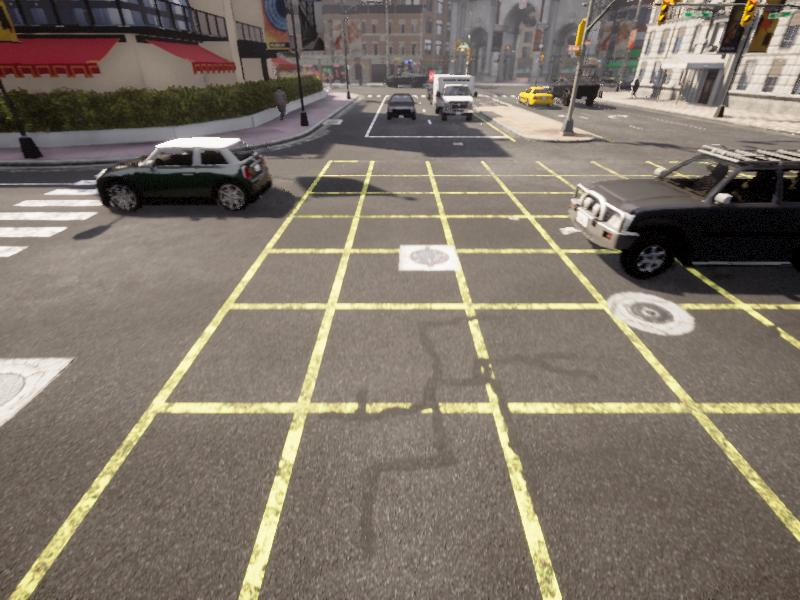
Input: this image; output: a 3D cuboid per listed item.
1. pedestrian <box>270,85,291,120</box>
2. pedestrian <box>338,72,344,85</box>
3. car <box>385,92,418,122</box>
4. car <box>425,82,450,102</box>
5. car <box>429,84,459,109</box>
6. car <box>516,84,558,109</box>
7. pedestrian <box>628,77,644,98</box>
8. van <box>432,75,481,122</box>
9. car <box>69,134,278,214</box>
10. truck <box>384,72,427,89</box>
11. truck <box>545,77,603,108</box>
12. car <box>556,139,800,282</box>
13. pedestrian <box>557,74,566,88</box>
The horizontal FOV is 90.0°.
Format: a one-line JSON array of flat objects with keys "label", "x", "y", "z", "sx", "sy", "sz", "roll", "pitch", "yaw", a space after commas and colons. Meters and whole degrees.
[{"label": "pedestrian", "x": -7.125, "y": -11.792, "z": 23.905, "sx": 0.751, "sy": 1.860, "sz": 0.751, "roll": 0, "pitch": 30, "yaw": 0}, {"label": "pedestrian", "x": -9.882, "y": -37.089, "z": 67.060, "sx": 0.751, "sy": 1.860, "sz": 0.751, "roll": 0, "pitch": 30, "yaw": -1}, {"label": "car", "x": 0.100, "y": -13.030, "z": 26.831, "sx": 2.033, "sy": 1.411, "sz": 5.357, "roll": 0, "pitch": 30, "yaw": 0}, {"label": "car", "x": 3.687, "y": -20.821, "z": 40.010, "sx": 2.128, "sy": 1.511, "sz": 4.902, "roll": 0, "pitch": 30, "yaw": 1}, {"label": "car", "x": 3.623, "y": -17.237, "z": 33.779, "sx": 2.033, "sy": 1.649, "sz": 4.856, "roll": 0, "pitch": 30, "yaw": 0}, {"label": "car", "x": 11.626, "y": -17.578, "z": 34.414, "sx": 1.801, "sy": 1.575, "sz": 5.366, "roll": 0, "pitch": 30, "yaw": 0}, {"label": "pedestrian", "x": 23.605, "y": -21.259, "z": 40.076, "sx": 0.751, "sy": 1.860, "sz": 0.751, "roll": 3, "pitch": 30, "yaw": 5}, {"label": "van", "x": 3.601, "y": -13.703, "z": 26.959, "sx": 2.351, "sy": 2.431, "sz": 6.366, "roll": 0, "pitch": 30, "yaw": 0}, {"label": "car", "x": -5.305, "y": -3.181, "z": 9.942, "sx": 3.806, "sy": 1.475, "sz": 1.970, "roll": 0, "pitch": 30, "yaw": 0}, {"label": "truck", "x": 0.834, "y": -33.996, "z": 61.898, "sx": 6.274, "sy": 2.098, "sz": 2.390, "roll": 13, "pitch": 33, "yaw": 21}, {"label": "truck", "x": 15.128, "y": -18.417, "z": 35.330, "sx": 2.390, "sy": 2.098, "sz": 6.274, "roll": 0, "pitch": 30, "yaw": 0}, {"label": "car", "x": 5.483, "y": -1.595, "z": 6.845, "sx": 4.605, "sy": 1.855, "sz": 1.932, "roll": 0, "pitch": 30, "yaw": 0}, {"label": "pedestrian", "x": 24.962, "y": -33.825, "z": 61.816, "sx": 0.751, "sy": 1.860, "sz": 0.751, "roll": 2, "pitch": 30, "yaw": 3}]
